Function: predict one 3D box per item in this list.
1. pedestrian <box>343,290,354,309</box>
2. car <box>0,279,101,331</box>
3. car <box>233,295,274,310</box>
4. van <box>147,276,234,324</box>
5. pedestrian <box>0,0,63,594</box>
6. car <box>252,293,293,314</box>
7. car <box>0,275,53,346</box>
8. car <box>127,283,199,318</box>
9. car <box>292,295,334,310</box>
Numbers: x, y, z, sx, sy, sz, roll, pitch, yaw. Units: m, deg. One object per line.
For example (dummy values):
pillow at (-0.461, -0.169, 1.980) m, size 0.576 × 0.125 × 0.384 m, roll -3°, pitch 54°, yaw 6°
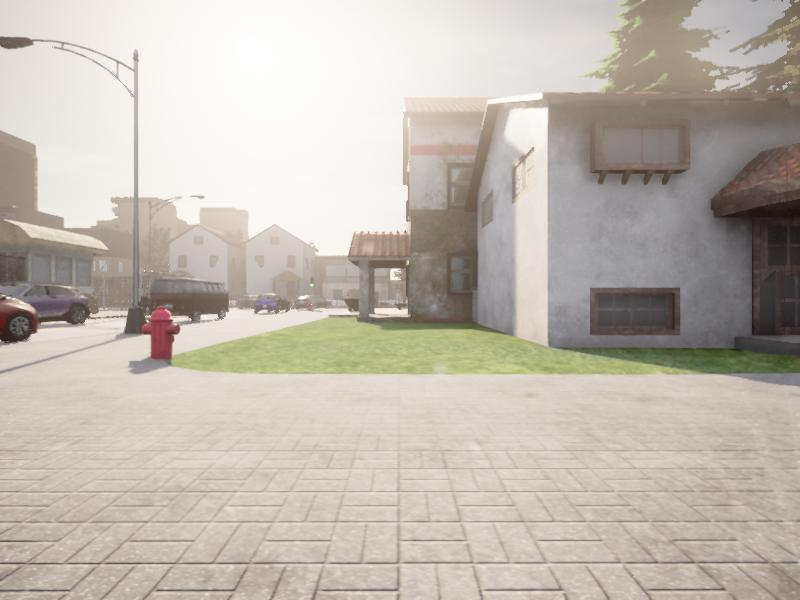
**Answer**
pedestrian at (-5.078, -0.076, 39.229) m, size 0.751 × 1.860 × 0.751 m, roll 0°, pitch 0°, yaw 40°
car at (-13.662, 0.177, 14.473) m, size 2.033 × 1.649 × 4.856 m, roll 0°, pitch 0°, yaw 0°
car at (-15.225, 0.235, 41.479) m, size 2.128 × 1.511 × 4.902 m, roll 0°, pitch 0°, yaw -44°
van at (-9.661, -0.002, 18.886) m, size 1.775 × 1.987 × 4.442 m, roll 0°, pitch 0°, yaw 0°
pedestrian at (-1.685, -0.066, 1.321) m, size 0.751 × 1.860 × 0.751 m, roll 0°, pitch 0°, yaw -29°
car at (-9.695, 0.253, 30.726) m, size 1.816 × 1.474 × 4.193 m, roll 0°, pitch 0°, yaw 0°
car at (-9.548, 0.228, 7.713) m, size 2.007 × 1.525 × 4.514 m, roll 0°, pitch 0°, yaw -4°
car at (-13.727, 0.046, 23.452) m, size 1.905 × 1.878 × 3.866 m, roll 0°, pitch 0°, yaw 0°
car at (-8.854, 0.251, 41.088) m, size 2.163 × 1.488 × 4.792 m, roll 0°, pitch 0°, yaw 17°
